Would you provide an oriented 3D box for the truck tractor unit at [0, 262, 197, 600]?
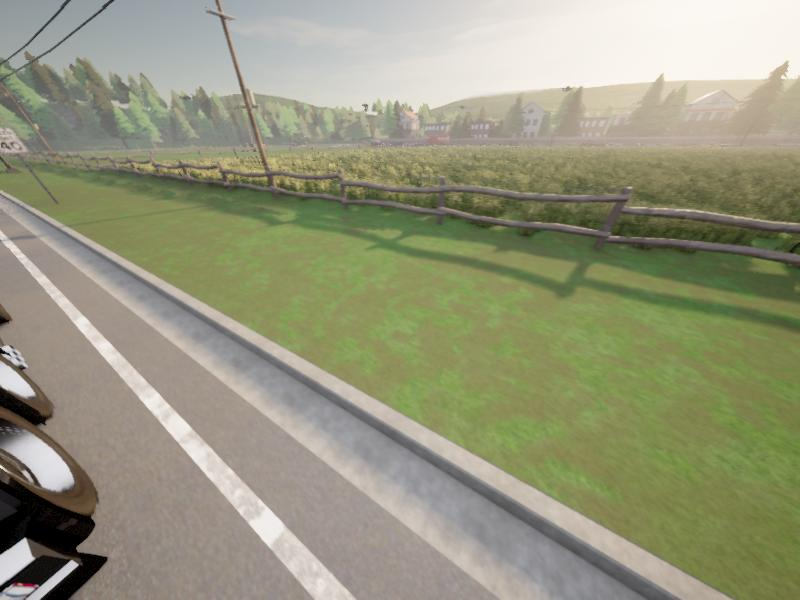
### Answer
[{"bbox_3d":[-5.111,-0.300,0.787,6.516,4.208,3.053,18,39,24],"label":"truck tractor unit"}]

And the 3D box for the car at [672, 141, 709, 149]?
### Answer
[{"bbox_3d":[68.359,-36.550,54.556,5.008,1.535,1.882,18,39,25],"label":"car"}]

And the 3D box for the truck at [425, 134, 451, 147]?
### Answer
[{"bbox_3d":[13.619,-57.828,83.682,8.468,3.827,2.891,18,39,25],"label":"truck"}]

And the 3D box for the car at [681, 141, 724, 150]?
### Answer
[{"bbox_3d":[67.463,-34.533,51.659,5.366,1.575,1.801,18,39,25],"label":"car"}]

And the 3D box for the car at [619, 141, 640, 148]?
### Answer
[{"bbox_3d":[63.213,-42.887,63.692,3.633,1.501,1.845,18,39,25],"label":"car"}]
